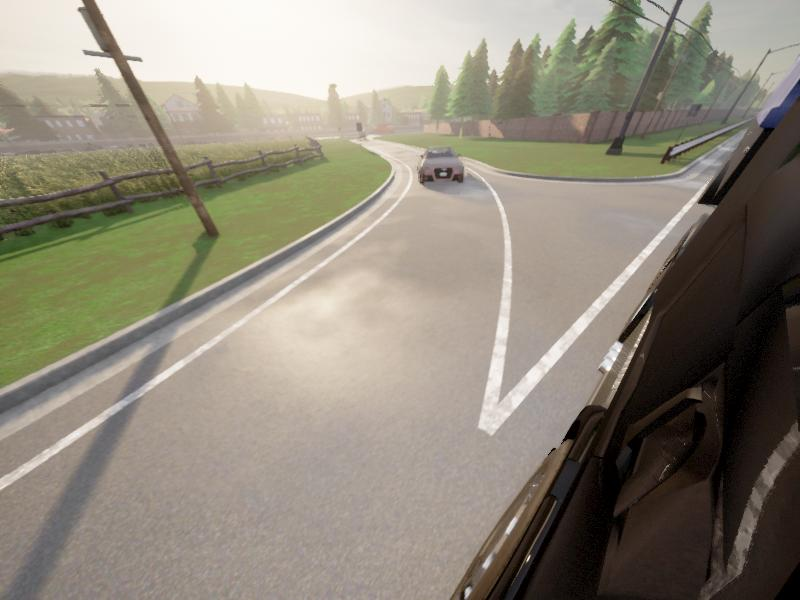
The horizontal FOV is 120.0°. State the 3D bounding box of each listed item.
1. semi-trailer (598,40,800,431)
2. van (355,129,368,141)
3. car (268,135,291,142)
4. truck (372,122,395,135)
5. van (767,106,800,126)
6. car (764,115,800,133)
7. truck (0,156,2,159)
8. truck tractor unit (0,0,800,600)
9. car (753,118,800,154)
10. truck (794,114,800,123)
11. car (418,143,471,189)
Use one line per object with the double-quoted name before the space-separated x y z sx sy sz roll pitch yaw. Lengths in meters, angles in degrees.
"semi-trailer" 8.702 -3.604 4.223 14.254 4.402 2.717 -28 44 -30
"van" -8.614 -36.758 51.494 2.069 2.038 4.480 -10 37 -9
"car" -34.959 -46.946 67.135 5.366 1.575 1.801 -27 43 -29
"truck" -6.243 -66.522 89.525 8.468 3.827 2.891 -27 43 -29
"van" 65.265 -31.260 39.169 6.366 2.431 2.351 -27 43 -29
"car" 45.229 -20.691 27.142 4.792 1.488 2.163 -27 43 -29
"truck" -86.203 -28.939 44.478 8.468 3.827 2.891 -27 43 -29
"truck tractor unit" 2.645 -0.295 0.351 6.516 4.208 3.053 -28 44 -30
"car" 25.515 -10.735 14.999 5.027 1.651 2.152 -27 43 -29
"truck" 78.743 -35.997 43.467 8.468 3.827 2.891 -27 43 -29
"car" 1.911 -6.652 11.259 1.994 1.385 4.181 0 37 3
